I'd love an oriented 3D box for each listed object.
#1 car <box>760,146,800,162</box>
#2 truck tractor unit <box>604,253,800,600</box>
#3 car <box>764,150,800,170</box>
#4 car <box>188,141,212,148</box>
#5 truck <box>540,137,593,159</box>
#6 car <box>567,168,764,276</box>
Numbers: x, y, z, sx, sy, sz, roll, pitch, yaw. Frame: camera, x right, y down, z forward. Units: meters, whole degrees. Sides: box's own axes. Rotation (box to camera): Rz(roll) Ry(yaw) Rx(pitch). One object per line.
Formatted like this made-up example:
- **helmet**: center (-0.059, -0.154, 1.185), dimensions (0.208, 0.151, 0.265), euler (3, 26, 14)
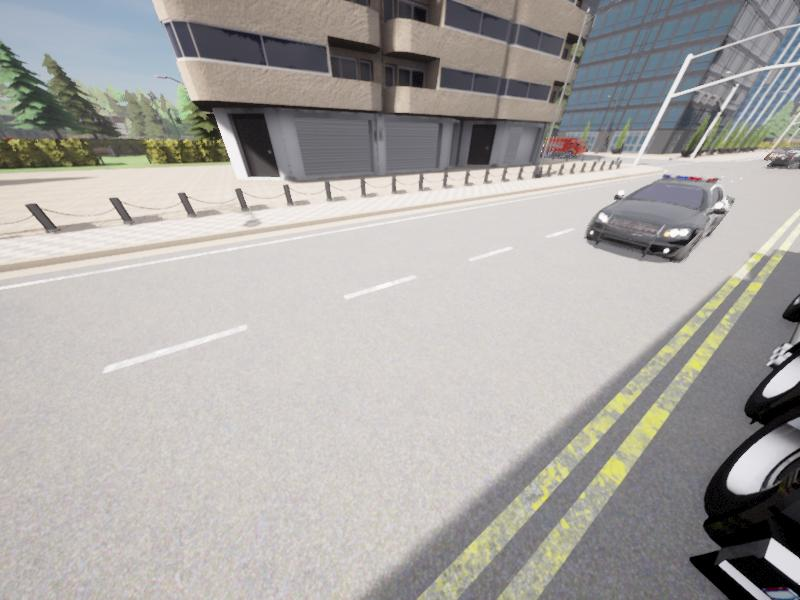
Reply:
- **car**: center (52.214, -20.003, 31.641), dimensions (4.856, 1.649, 2.033), euler (-19, 39, -25)
- **truck tractor unit**: center (5.092, -0.320, 0.808), dimensions (6.516, 4.208, 3.053), euler (-19, 39, -25)
- **car**: center (39.052, -13.427, 22.192), dimensions (3.806, 1.475, 1.970), euler (9, 36, 13)
- **car**: center (-55.010, -42.874, 63.672), dimensions (4.611, 1.667, 2.242), euler (-19, 39, -25)
- **truck**: center (24.332, -22.402, 34.018), dimensions (2.627, 2.467, 5.204), euler (-19, 40, -25)
- **car**: center (7.078, -2.406, 6.154), dimensions (4.974, 1.542, 2.038), euler (-21, 40, -27)
